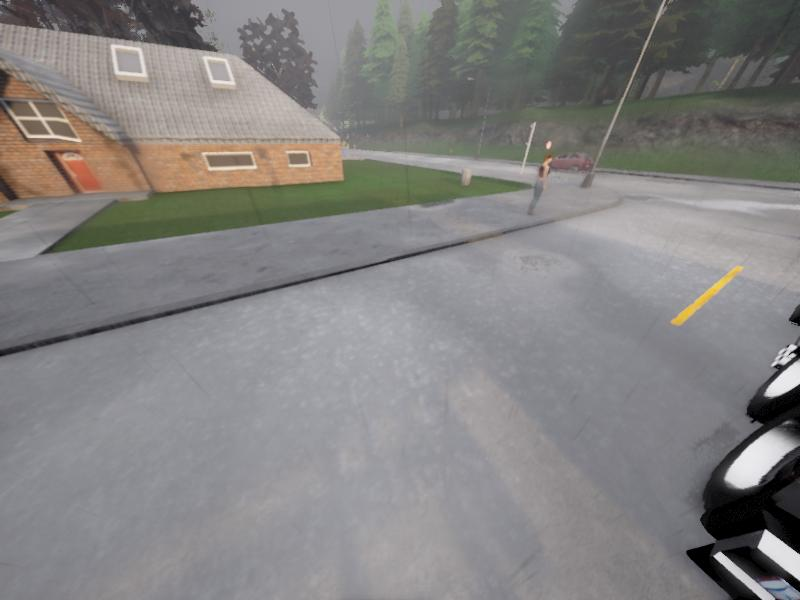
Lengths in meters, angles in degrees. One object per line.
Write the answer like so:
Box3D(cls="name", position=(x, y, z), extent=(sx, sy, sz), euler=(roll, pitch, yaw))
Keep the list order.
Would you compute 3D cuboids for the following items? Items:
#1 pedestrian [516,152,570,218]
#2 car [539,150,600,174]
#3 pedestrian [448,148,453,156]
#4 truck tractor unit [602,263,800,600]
Box3D(cls="pedestrian", position=(4.609, -3.751, 7.584), extent=(0.751, 1.860, 0.751), euler=(3, 35, 3))
Box3D(cls="car", position=(14.720, -12.187, 20.312), extent=(1.845, 1.501, 3.633), euler=(-16, 38, -23))
Box3D(cls="pedestrian", position=(7.862, -23.004, 35.947), extent=(0.500, 1.100, 0.500), euler=(-19, 39, -25))
Box3D(cls="truck tractor unit", position=(5.111, -0.301, 0.783), extent=(6.516, 4.208, 3.053), euler=(-18, 39, -24))
